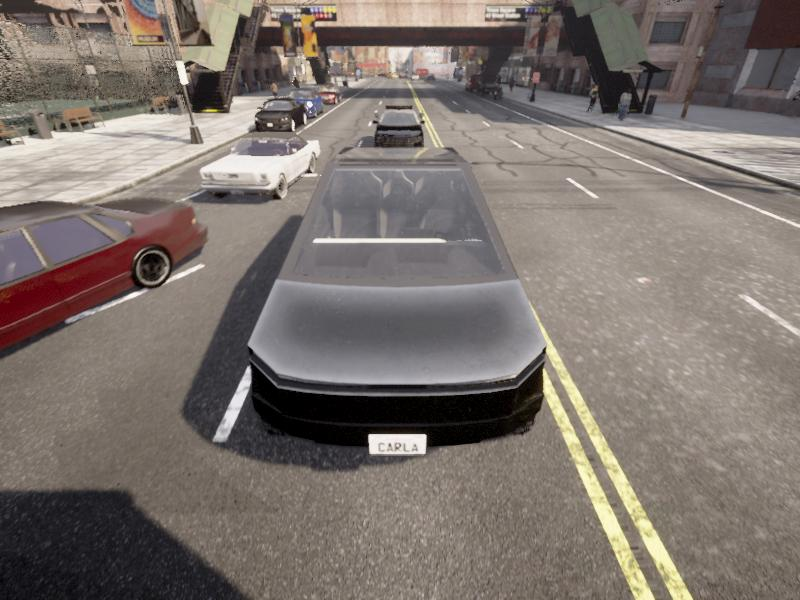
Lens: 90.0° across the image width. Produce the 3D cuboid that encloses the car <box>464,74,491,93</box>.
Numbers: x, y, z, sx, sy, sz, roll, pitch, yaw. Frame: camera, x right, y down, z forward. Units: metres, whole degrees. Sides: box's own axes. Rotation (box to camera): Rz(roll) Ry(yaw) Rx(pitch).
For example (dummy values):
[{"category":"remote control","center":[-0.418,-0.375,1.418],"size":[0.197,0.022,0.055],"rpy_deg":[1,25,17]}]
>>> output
[{"category":"car","center":[10.088,-28.485,52.606],"size":[2.435,2.045,5.566],"rpy_deg":[0,30,0]}]

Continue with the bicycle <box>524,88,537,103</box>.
[{"category":"bicycle","center":[11.961,-18.718,36.612],"size":[0.373,1.024,1.643],"rpy_deg":[8,30,-5]}]

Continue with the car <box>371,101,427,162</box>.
[{"category":"car","center":[-0.038,-7.087,16.463],"size":[1.930,1.638,5.238],"rpy_deg":[0,30,0]}]

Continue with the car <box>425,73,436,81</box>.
[{"category":"car","center":[6.954,-51.416,92.196],"size":[2.038,1.542,4.974],"rpy_deg":[0,30,0]}]

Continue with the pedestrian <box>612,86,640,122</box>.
[{"category":"pedestrian","center":[13.039,-11.338,23.162],"size":[0.751,1.860,0.751],"rpy_deg":[1,30,2]}]

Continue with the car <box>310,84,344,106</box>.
[{"category":"car","center":[-6.574,-18.847,36.641],"size":[2.231,1.521,4.892],"rpy_deg":[0,30,0]}]

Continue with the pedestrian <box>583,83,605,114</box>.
[{"category":"pedestrian","center":[13.178,-13.711,27.213],"size":[0.751,1.860,0.751],"rpy_deg":[-1,30,-2]}]

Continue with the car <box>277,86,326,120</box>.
[{"category":"car","center":[-6.594,-13.510,27.280],"size":[2.185,1.767,4.553],"rpy_deg":[0,30,0]}]

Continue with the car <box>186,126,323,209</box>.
[{"category":"car","center":[-3.824,-4.029,11.581],"size":[1.895,1.301,4.718],"rpy_deg":[2,30,4]}]

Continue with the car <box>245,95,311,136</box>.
[{"category":"car","center":[-6.446,-10.154,21.799],"size":[2.097,1.535,5.008],"rpy_deg":[0,30,0]}]

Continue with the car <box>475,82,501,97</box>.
[{"category":"car","center":[10.143,-24.431,46.409],"size":[1.895,1.301,4.718],"rpy_deg":[0,30,0]}]

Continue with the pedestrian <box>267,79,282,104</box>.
[{"category":"pedestrian","center":[-10.773,-17.951,34.438],"size":[0.751,1.860,0.751],"rpy_deg":[0,30,1]}]

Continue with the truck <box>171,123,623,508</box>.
[{"category":"truck","center":[-0.021,-0.844,5.351],"size":[2.390,2.098,6.274],"rpy_deg":[0,30,0]}]

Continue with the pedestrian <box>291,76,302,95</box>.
[{"category":"pedestrian","center":[-11.544,-23.966,44.707],"size":[0.751,1.860,0.751],"rpy_deg":[1,30,3]}]

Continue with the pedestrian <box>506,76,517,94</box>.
[{"category":"pedestrian","center":[12.872,-24.832,46.200],"size":[0.751,1.860,0.751],"rpy_deg":[0,30,0]}]

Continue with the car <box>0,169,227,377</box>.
[{"category":"car","center":[-5.121,-0.346,5.195],"size":[2.033,1.411,5.357],"rpy_deg":[12,32,19]}]

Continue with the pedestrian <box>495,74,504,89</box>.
[{"category":"pedestrian","center":[14.319,-31.569,57.702],"size":[0.751,1.860,0.751],"rpy_deg":[-4,31,-7]}]
